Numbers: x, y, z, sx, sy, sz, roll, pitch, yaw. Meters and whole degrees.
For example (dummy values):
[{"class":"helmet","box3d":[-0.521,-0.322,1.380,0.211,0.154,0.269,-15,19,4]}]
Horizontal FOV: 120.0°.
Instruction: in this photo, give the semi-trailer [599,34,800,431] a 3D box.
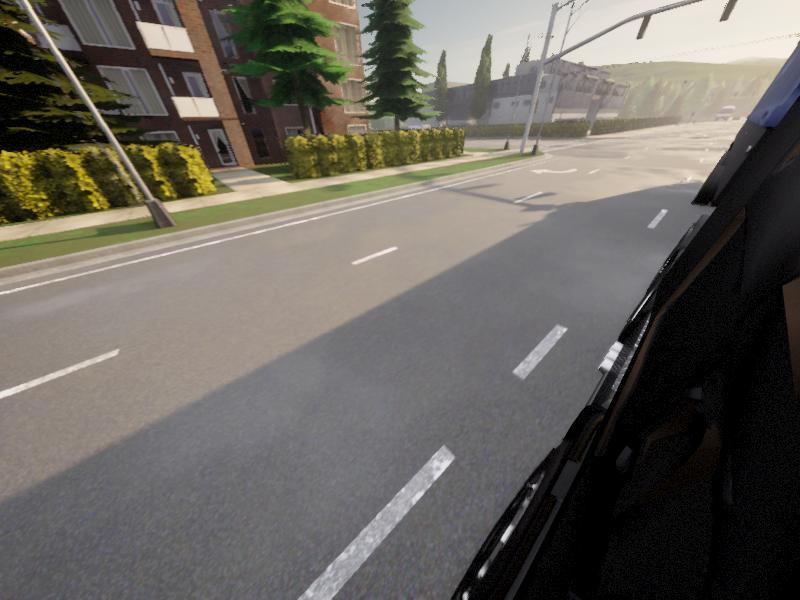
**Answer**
[{"class":"semi-trailer","box3d":[8.656,-3.614,4.295,14.254,4.402,2.717,-28,44,-30]}]

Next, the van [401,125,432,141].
[{"class":"van","box3d":[3.133,-33.240,46.055,2.351,2.431,6.366,-27,43,-29]}]

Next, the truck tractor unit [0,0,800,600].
[{"class":"truck tractor unit","box3d":[2.645,-0.295,0.351,6.516,4.208,3.053,-28,44,-30]}]
